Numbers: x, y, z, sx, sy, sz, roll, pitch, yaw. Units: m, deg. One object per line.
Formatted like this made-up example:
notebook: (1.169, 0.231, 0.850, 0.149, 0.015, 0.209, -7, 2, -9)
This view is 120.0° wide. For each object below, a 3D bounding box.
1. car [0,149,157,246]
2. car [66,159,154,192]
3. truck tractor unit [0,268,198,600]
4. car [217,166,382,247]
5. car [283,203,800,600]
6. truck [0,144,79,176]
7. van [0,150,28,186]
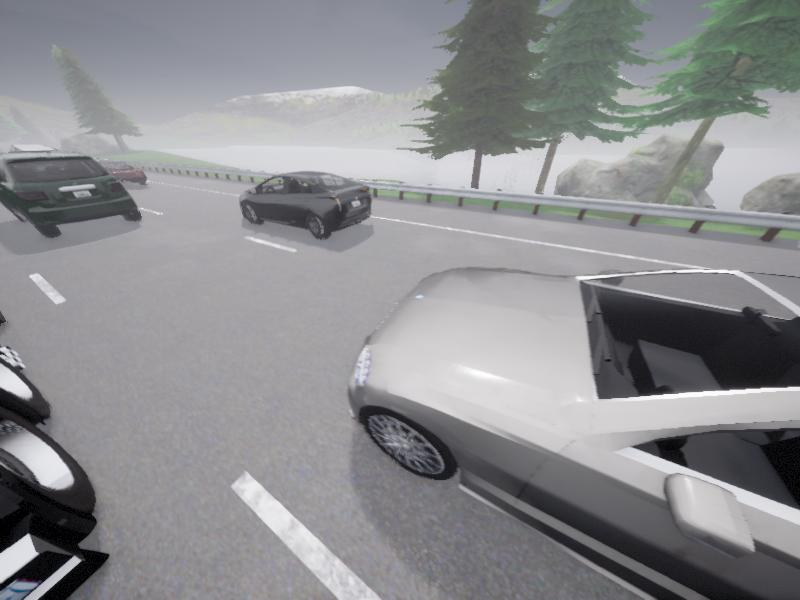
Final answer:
car: (-11.071, -3.588, 7.474, 5.566, 2.045, 2.150, 18, 39, 24)
car: (-17.504, -7.605, 13.957, 4.718, 1.301, 1.895, 18, 39, 24)
truck tractor unit: (-5.119, -0.292, 0.772, 6.516, 4.208, 3.053, 18, 39, 24)
car: (-3.033, -3.130, 7.192, 4.514, 1.525, 2.007, 18, 39, 24)
car: (2.069, 0.728, 1.519, 5.027, 1.651, 2.152, 18, 39, 24)
truck: (-31.881, -12.475, 20.385, 6.274, 2.098, 2.390, 18, 39, 24)
van: (-27.243, -8.694, 14.961, 4.480, 2.038, 2.069, 18, 39, 24)
